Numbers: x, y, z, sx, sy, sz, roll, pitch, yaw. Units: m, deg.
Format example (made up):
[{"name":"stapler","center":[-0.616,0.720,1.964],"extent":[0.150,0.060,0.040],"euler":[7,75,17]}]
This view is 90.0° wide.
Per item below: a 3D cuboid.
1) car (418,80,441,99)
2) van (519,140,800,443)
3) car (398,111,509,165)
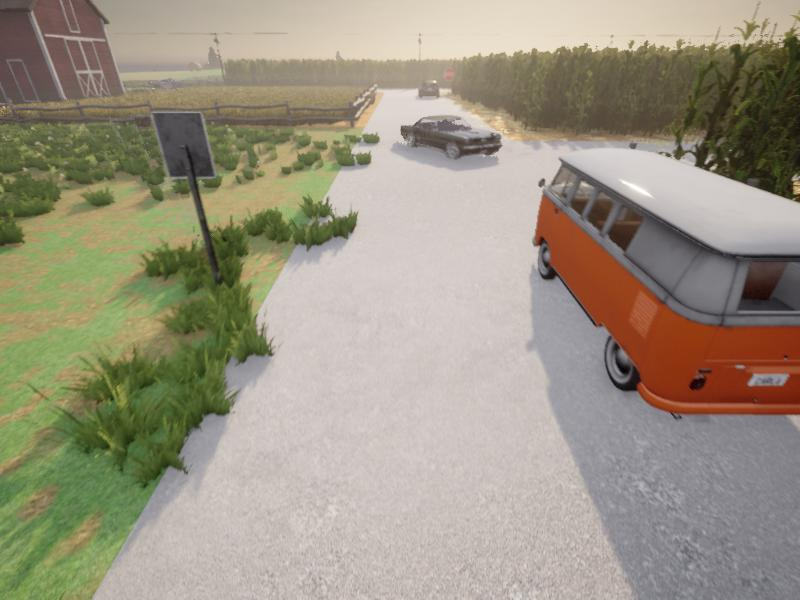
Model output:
[{"name":"car","center":[3.189,-23.446,44.416],"extent":[2.242,1.667,4.611],"euler":[0,30,0]},{"name":"van","center":[3.130,-0.648,5.137],"extent":[1.775,1.987,4.442],"euler":[0,30,0]},{"name":"car","center":[1.905,-6.624,16.035],"extent":[1.895,1.301,4.718],"euler":[-16,34,-26]}]
